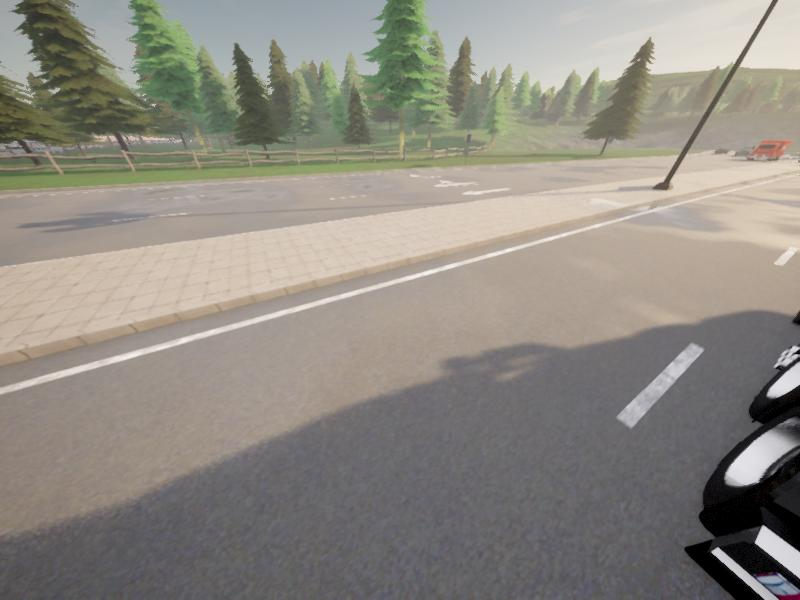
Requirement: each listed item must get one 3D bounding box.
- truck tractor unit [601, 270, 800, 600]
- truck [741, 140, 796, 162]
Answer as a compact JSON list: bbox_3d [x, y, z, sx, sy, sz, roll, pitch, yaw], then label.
[{"bbox_3d":[5.124,-0.285,0.774,6.516,4.208,3.053,-18,39,-24],"label":"truck tractor unit"},{"bbox_3d":[52.501,-21.289,32.950,5.204,2.467,2.627,-17,39,-23],"label":"truck"}]
